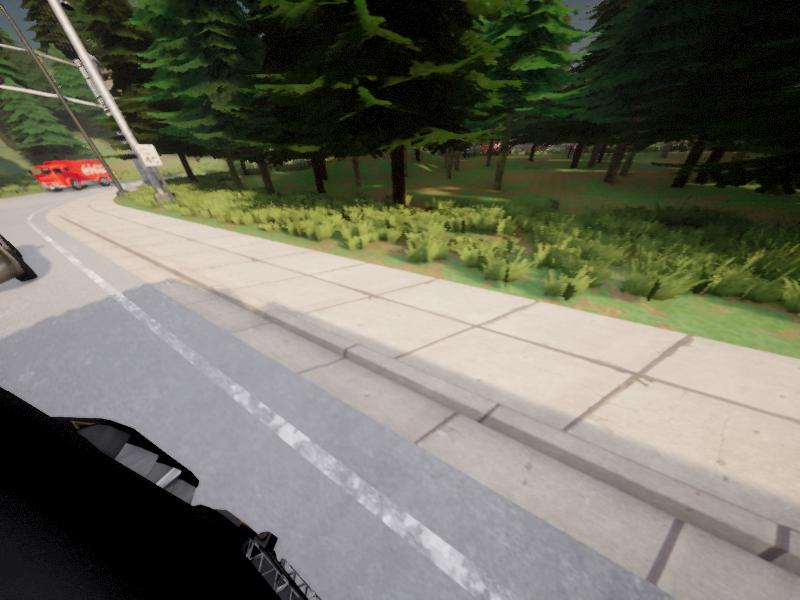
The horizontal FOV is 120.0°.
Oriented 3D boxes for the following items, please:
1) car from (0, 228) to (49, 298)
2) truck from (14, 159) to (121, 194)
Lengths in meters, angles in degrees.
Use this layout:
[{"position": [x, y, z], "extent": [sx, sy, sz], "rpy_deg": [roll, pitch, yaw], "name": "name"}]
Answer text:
[{"position": [-10.298, -1.064, 4.861], "extent": [4.611, 1.667, 2.242], "rpy_deg": [16, 38, 27], "name": "car"}, {"position": [-32.160, -12.312, 22.801], "extent": [2.627, 2.467, 5.204], "rpy_deg": [-6, 34, -5], "name": "truck"}]
